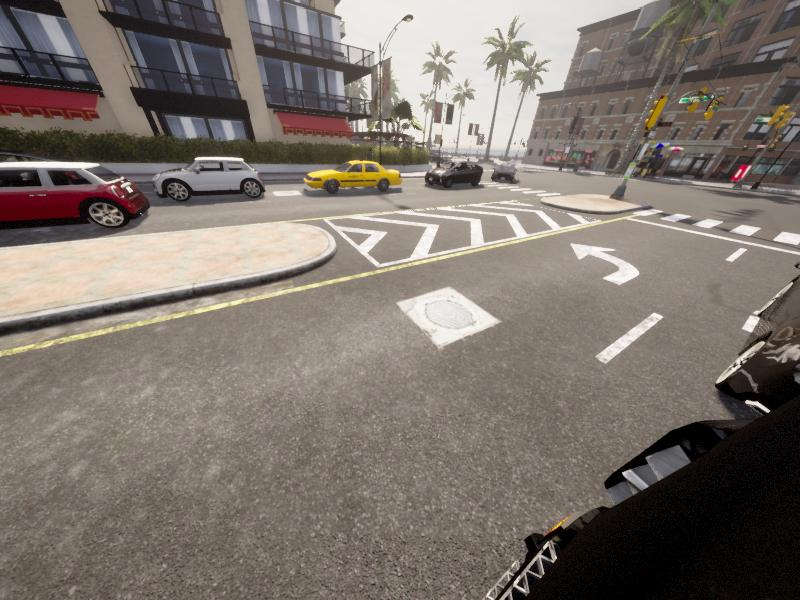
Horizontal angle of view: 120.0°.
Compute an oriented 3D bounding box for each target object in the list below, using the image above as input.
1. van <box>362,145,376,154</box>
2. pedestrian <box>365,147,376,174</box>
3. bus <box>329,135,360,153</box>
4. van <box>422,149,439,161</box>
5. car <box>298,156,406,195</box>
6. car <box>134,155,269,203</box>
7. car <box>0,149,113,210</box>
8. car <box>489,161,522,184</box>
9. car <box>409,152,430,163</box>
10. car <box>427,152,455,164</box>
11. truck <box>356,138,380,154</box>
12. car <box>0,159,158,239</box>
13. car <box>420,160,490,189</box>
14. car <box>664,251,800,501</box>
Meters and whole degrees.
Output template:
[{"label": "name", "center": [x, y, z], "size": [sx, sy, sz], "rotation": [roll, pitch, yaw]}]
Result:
[{"label": "van", "center": [-9.048, -44.088, 67.842], "size": [1.775, 1.987, 4.442], "rotation": [-25, 43, -35]}, {"label": "pedestrian", "center": [-2.459, -11.506, 19.082], "size": [0.751, 1.860, 0.751], "rotation": [-6, 35, -13]}, {"label": "bus", "center": [-17.864, -50.200, 74.311], "size": [10.273, 4.253, 3.944], "rotation": [27, 40, 31]}, {"label": "van", "center": [6.655, -31.874, 50.662], "size": [1.775, 1.987, 4.442], "rotation": [-9, 35, -17]}, {"label": "car", "center": [-2.471, -6.914, 12.738], "size": [5.366, 1.575, 1.801], "rotation": [-16, 38, -26]}, {"label": "car", "center": [-8.047, -5.240, 9.882], "size": [3.806, 1.475, 1.970], "rotation": [-16, 38, -26]}, {"label": "car", "center": [-12.717, -3.908, 7.446], "size": [3.705, 1.549, 1.789], "rotation": [-16, 38, -26]}, {"label": "car", "center": [9.727, -11.731, 21.101], "size": [2.033, 1.411, 5.357], "rotation": [17, 36, 20]}, {"label": "car", "center": [3.446, -25.083, 40.597], "size": [1.845, 1.501, 3.633], "rotation": [-16, 38, -26]}, {"label": "car", "center": [7.144, -25.272, 41.187], "size": [2.128, 1.511, 4.902], "rotation": [-16, 38, -26]}, {"label": "truck", "center": [-10.112, -48.458, 72.673], "size": [8.468, 3.827, 2.891], "rotation": [30, 42, 34]}, {"label": "car", "center": [-9.274, -2.632, 5.860], "size": [3.806, 1.475, 1.970], "rotation": [-16, 38, -26]}, {"label": "car", "center": [3.878, -8.902, 16.271], "size": [4.514, 1.525, 2.007], "rotation": [-20, 40, -30]}, {"label": "car", "center": [5.407, 0.456, 2.309], "size": [4.902, 1.511, 2.128], "rotation": [-16, 38, -26]}]
